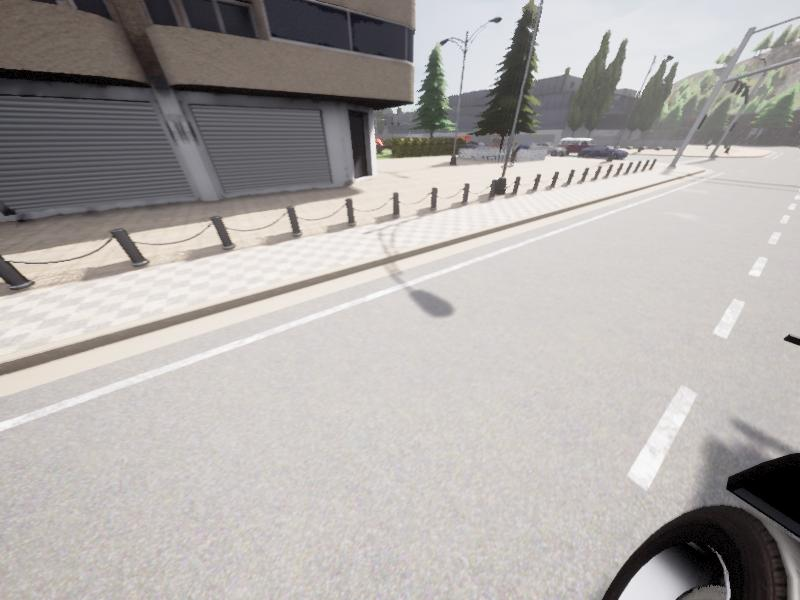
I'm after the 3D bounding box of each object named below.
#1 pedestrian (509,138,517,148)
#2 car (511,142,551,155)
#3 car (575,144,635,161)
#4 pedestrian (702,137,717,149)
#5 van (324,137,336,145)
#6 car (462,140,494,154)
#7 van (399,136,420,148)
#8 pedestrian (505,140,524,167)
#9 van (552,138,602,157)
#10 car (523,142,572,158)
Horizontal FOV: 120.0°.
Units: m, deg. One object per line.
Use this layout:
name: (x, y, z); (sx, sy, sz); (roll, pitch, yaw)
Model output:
pedestrian: (24.470, -34.019, 50.043); (0.751, 1.860, 0.751); (-24, 42, -30)
car: (20.315, -23.751, 36.099); (1.882, 1.535, 5.008); (-21, 40, -27)
car: (23.567, -17.144, 26.782); (1.812, 1.442, 4.674); (-20, 40, -25)
pedestrian: (56.463, -28.626, 42.137); (0.751, 1.860, 0.751); (-25, 42, -31)
van: (-27.405, -61.973, 89.931); (2.351, 2.431, 6.366); (-20, 40, -26)
car: (13.290, -26.254, 39.618); (2.033, 1.649, 4.856); (-21, 42, -27)
van: (2.523, -43.325, 63.231); (2.351, 2.431, 6.366); (-21, 40, -27)
pedestrian: (9.362, -11.985, 18.904); (0.751, 1.860, 0.751); (-27, 43, -33)
van: (23.932, -20.792, 31.435); (2.069, 2.038, 4.480); (-21, 40, -27)
car: (19.879, -20.495, 31.410); (2.152, 1.651, 5.027); (-21, 40, -27)
